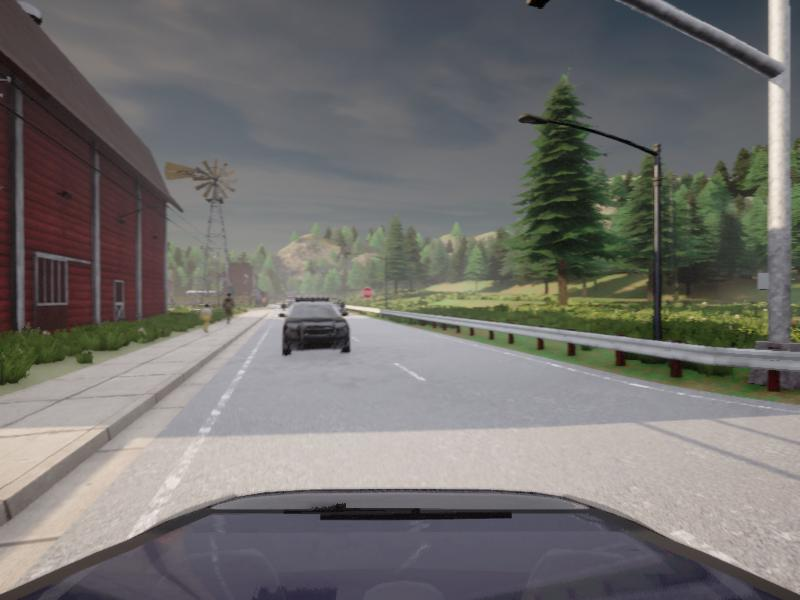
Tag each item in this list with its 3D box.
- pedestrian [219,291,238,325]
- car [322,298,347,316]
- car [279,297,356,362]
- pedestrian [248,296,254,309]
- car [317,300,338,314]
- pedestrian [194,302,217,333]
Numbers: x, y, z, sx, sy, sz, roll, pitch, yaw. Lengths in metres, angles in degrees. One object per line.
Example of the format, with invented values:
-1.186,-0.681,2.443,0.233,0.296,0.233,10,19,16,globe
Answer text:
-9.592,0.429,22.368,0.751,1.860,0.751,0,0,-4,pedestrian
-6.319,0.639,38.287,1.851,1.617,3.988,0,0,-16,car
-2.789,0.728,12.783,1.930,1.638,5.238,0,0,-16,car
-21.614,0.317,58.026,0.751,1.860,0.751,0,0,-15,pedestrian
-8.138,0.698,44.750,1.812,1.442,4.674,0,0,-16,car
-8.262,0.728,17.010,0.751,1.300,0.751,0,0,-17,pedestrian
